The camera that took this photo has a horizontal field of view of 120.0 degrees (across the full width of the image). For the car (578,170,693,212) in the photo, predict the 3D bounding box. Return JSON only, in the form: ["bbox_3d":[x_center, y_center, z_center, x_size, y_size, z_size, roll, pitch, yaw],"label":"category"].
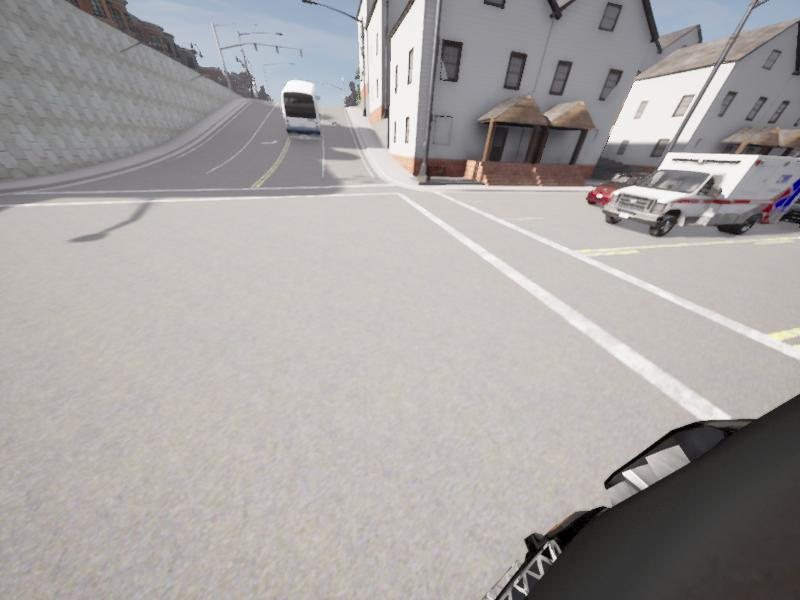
[{"bbox_3d":[11.942,-5.607,11.875,3.988,1.617,1.851,-6,34,-13],"label":"car"}]

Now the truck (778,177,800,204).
[{"bbox_3d":[32.729,-8.557,15.912,8.468,3.827,2.891,-6,34,-13],"label":"truck"}]

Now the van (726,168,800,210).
[{"bbox_3d":[24.219,-6.983,14.500,4.480,2.038,2.069,-6,34,-13],"label":"van"}]

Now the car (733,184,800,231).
[{"bbox_3d":[18.459,-4.205,10.364,4.892,1.490,1.837,-6,34,-13],"label":"car"}]

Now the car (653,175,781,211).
[{"bbox_3d":[17.961,-6.150,13.242,4.902,1.511,2.128,-6,34,-13],"label":"car"}]

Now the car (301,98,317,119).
[{"bbox_3d":[-13.116,-27.873,33.591,1.801,1.575,5.366,-5,47,-14],"label":"car"}]

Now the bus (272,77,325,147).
[{"bbox_3d":[-10.741,-21.084,25.614,3.944,4.253,10.273,-6,48,-13],"label":"bus"}]

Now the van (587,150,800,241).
[{"bbox_3d":[10.994,-3.865,8.434,6.366,2.431,2.351,-6,34,-13],"label":"van"}]
